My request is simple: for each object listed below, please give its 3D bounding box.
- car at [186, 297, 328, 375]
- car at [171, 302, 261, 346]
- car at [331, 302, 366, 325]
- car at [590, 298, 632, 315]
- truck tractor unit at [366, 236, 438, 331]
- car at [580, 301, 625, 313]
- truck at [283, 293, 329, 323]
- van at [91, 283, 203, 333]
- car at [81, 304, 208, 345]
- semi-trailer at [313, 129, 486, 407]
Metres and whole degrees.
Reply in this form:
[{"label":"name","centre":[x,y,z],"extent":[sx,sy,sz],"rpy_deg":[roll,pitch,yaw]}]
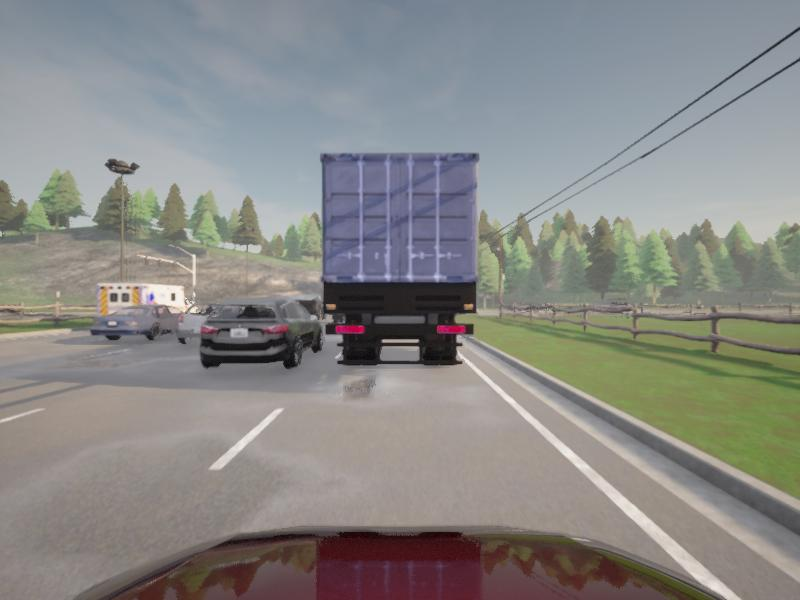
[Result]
[{"label":"car","centre":[-3.500,0.768,10.936],"extent":[2.242,1.667,4.611],"rpy_deg":[0,0,0]},{"label":"car","centre":[-7.001,0.841,15.649],"extent":[1.845,1.501,3.633],"rpy_deg":[0,0,0]},{"label":"car","centre":[-3.527,0.870,28.060],"extent":[1.837,1.490,4.892],"rpy_deg":[0,0,0]},{"label":"car","centre":[24.079,0.686,45.769],"extent":[3.866,1.878,1.905],"rpy_deg":[0,0,1]},{"label":"truck tractor unit","centre":[0.110,-0.579,21.500],"extent":[3.053,4.208,6.516],"rpy_deg":[3,-4,1]},{"label":"car","centre":[26.625,0.883,52.741],"extent":[4.902,1.511,2.128],"rpy_deg":[0,0,1]},{"label":"truck","centre":[-7.219,0.570,31.566],"extent":[2.390,2.098,6.274],"rpy_deg":[0,0,-3]},{"label":"van","centre":[-14.001,0.399,22.862],"extent":[2.351,2.431,6.366],"rpy_deg":[0,0,0]},{"label":"car","centre":[-10.500,0.909,17.119],"extent":[2.033,1.411,5.357],"rpy_deg":[0,0,0]},{"label":"semi-trailer","centre":[0.024,-0.661,13.485],"extent":[2.717,4.402,14.254],"rpy_deg":[0,1,0]}]
